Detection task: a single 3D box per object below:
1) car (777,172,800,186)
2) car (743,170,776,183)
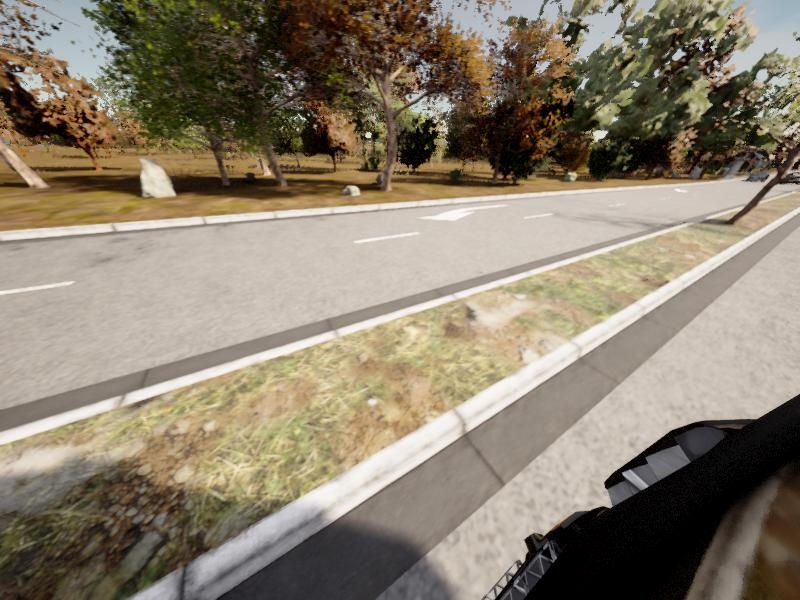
[{"bbox_3d":[58.924,-18.148,34.491,3.988,1.617,1.851,-16,38,-25],"label":"car"},{"bbox_3d":[55.431,-19.059,35.633,3.705,1.549,1.789,-16,38,-25],"label":"car"}]
